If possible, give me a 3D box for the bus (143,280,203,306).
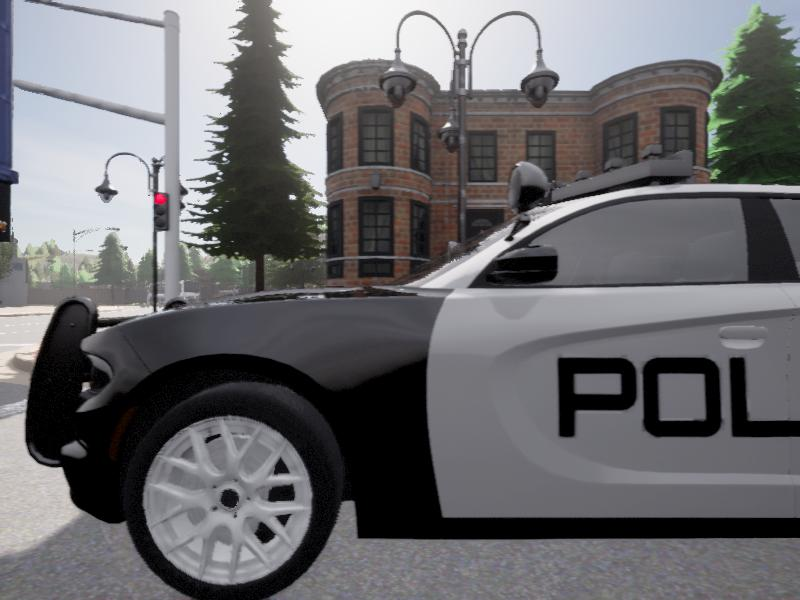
[{"bbox_3d":[-38.612,-1.093,67.894,10.273,4.253,3.944,0,-1,28],"label":"bus"}]

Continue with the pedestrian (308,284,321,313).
[{"bbox_3d":[-5.540,-0.104,25.978,0.751,1.860,0.751,0,0,-2],"label":"pedestrian"}]

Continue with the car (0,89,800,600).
[{"bbox_3d":[0.951,0.170,2.203,5.238,1.638,1.930,0,0,0],"label":"car"}]

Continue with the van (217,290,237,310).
[{"bbox_3d":[-18.589,0.019,42.874,1.775,1.987,4.442,0,0,-25],"label":"van"}]

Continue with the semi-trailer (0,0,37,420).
[{"bbox_3d":[-10.382,-1.206,2.209,14.254,4.402,2.717,0,0,0],"label":"semi-trailer"}]
